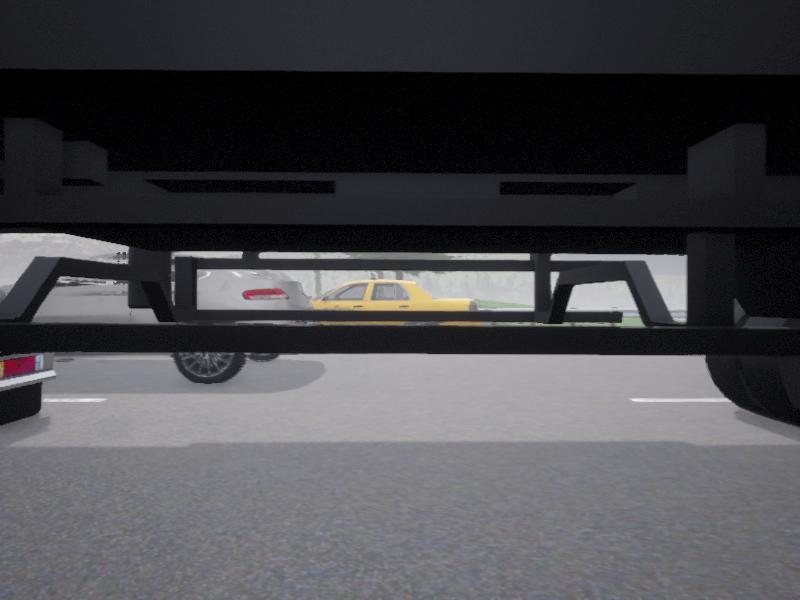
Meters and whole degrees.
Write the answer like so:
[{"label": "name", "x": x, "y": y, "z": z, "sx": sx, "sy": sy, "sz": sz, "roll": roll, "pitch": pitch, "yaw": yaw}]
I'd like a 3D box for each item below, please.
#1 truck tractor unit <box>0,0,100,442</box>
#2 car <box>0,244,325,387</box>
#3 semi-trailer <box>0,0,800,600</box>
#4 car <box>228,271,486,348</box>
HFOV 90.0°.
[{"label": "truck tractor unit", "x": -6.056, "y": -1.120, "z": 2.200, "sx": 6.516, "sy": 4.208, "sz": 3.053, "roll": 0, "pitch": 0, "yaw": 0}, {"label": "car", "x": -3.779, "y": 0.180, "z": 5.700, "sx": 5.027, "sy": 1.651, "sz": 2.152, "roll": 0, "pitch": 0, "yaw": 0}, {"label": "semi-trailer", "x": 1.859, "y": -1.217, "z": 2.225, "sx": 14.254, "sy": 4.402, "sz": 2.717, "roll": 0, "pitch": 0, "yaw": 0}, {"label": "car", "x": -0.891, "y": 0.200, "z": 9.202, "sx": 5.366, "sy": 1.575, "sz": 1.801, "roll": 0, "pitch": 0, "yaw": 0}]
